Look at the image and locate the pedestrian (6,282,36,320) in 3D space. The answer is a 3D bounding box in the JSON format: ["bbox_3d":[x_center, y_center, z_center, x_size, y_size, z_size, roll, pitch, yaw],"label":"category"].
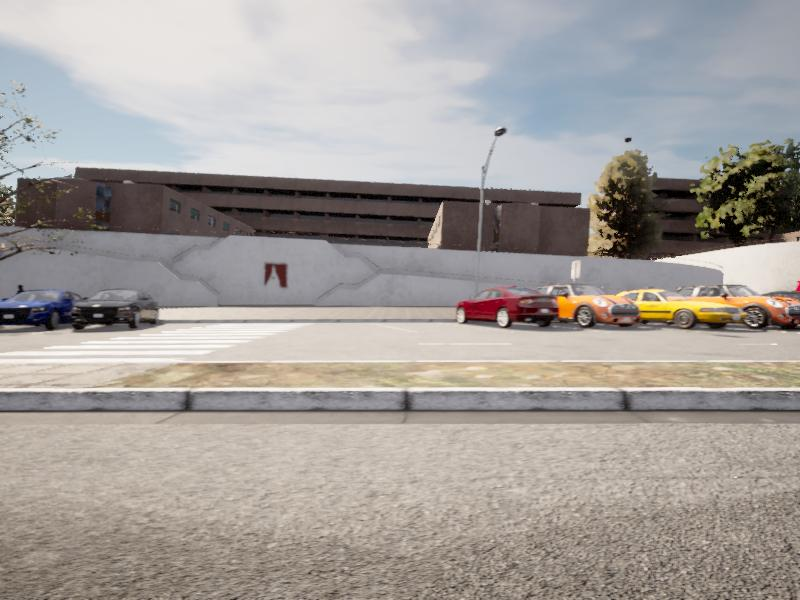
[{"bbox_3d":[-19.451,0.053,20.546,0.751,1.860,0.751,3,0,-5],"label":"pedestrian"}]

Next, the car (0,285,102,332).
[{"bbox_3d":[-13.849,0.321,15.667,2.097,1.535,5.008,0,-1,-20],"label":"car"}]

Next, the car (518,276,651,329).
[{"bbox_3d":[6.953,0.118,15.703,2.185,1.767,4.553,1,-1,-20],"label":"car"}]

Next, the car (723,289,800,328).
[{"bbox_3d":[15.889,0.338,15.677,2.002,1.452,4.674,1,-1,-20],"label":"car"}]

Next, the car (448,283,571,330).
[{"bbox_3d":[3.985,0.236,15.661,2.097,1.535,5.008,0,-1,-20],"label":"car"}]

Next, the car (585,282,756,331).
[{"bbox_3d":[10.008,0.250,15.499,1.946,1.575,5.366,1,-1,-20],"label":"car"}]

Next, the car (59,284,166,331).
[{"bbox_3d":[-10.887,0.293,15.664,2.097,1.535,5.008,0,-1,-20],"label":"car"}]

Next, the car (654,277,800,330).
[{"bbox_3d":[12.905,0.149,15.704,2.185,1.767,4.553,1,-1,-20],"label":"car"}]

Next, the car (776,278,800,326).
[{"bbox_3d":[18.884,0.077,15.654,2.435,2.045,5.566,1,-1,-20],"label":"car"}]
